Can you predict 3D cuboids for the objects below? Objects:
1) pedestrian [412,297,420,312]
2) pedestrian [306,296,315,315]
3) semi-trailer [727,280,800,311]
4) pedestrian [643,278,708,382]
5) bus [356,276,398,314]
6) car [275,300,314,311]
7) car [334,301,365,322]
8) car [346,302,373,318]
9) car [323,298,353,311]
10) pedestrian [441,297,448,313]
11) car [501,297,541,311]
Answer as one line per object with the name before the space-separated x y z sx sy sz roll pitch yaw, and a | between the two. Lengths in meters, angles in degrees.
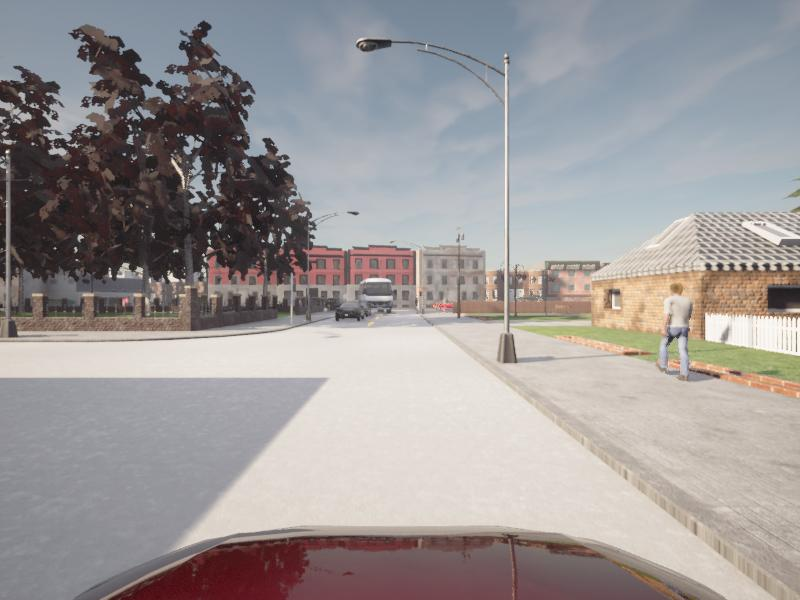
pedestrian | 2.031 0.546 50.100 0.751 1.860 0.751 0 0 25
pedestrian | -9.199 0.551 41.190 0.751 1.860 0.751 0 0 0
semi-trailer | 55.961 -0.594 58.281 14.254 4.402 2.717 0 0 0
pedestrian | 5.189 0.536 7.579 0.751 1.860 0.751 0 0 7
bus | -3.117 -0.513 50.364 3.944 4.253 10.273 0 0 -11
car | -15.316 0.796 58.342 5.238 1.638 1.930 0 0 0
car | -3.933 0.836 31.977 1.882 1.535 5.008 0 0 0
car | -3.863 0.911 39.403 2.033 1.411 5.357 0 0 1
car | -8.926 0.670 57.876 3.866 1.878 1.905 0 0 11
pedestrian | 5.134 0.544 46.278 0.751 1.860 0.751 0 0 -1
car | 18.804 0.590 62.345 5.566 2.045 2.150 -1 0 0
